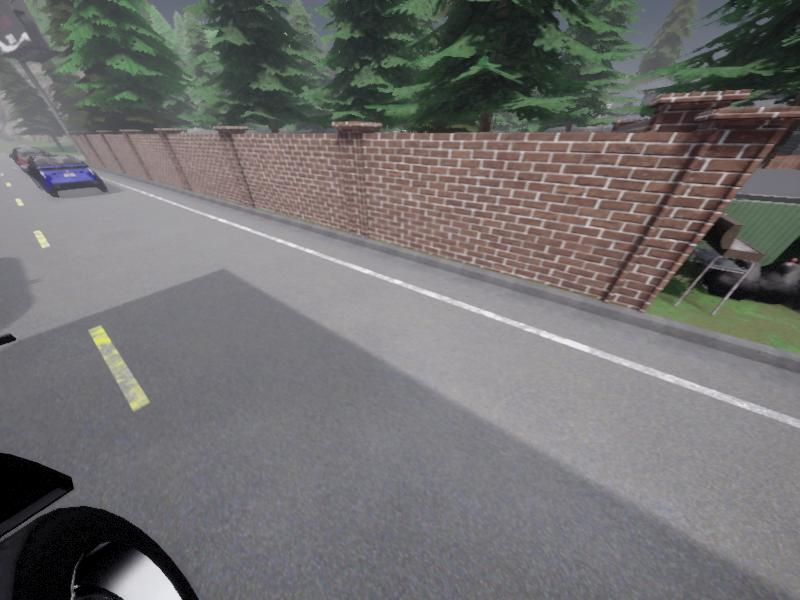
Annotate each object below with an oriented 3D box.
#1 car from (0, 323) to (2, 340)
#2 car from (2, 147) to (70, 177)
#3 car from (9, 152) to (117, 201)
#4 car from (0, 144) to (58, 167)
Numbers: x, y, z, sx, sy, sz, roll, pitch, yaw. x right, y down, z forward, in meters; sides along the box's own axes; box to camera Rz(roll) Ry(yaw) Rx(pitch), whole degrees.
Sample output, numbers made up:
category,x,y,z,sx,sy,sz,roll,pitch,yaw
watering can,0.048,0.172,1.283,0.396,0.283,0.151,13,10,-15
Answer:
category,x,y,z,sx,sy,sz,roll,pitch,yaw
car,-7.680,-0.239,2.999,4.181,1.385,1.994,21,40,27
car,-25.335,-9.679,16.088,3.705,1.549,1.789,22,40,27
car,-16.027,-6.015,10.990,4.514,1.525,2.007,21,40,27
car,-34.596,-13.659,21.704,1.812,1.442,4.674,-29,46,-34
